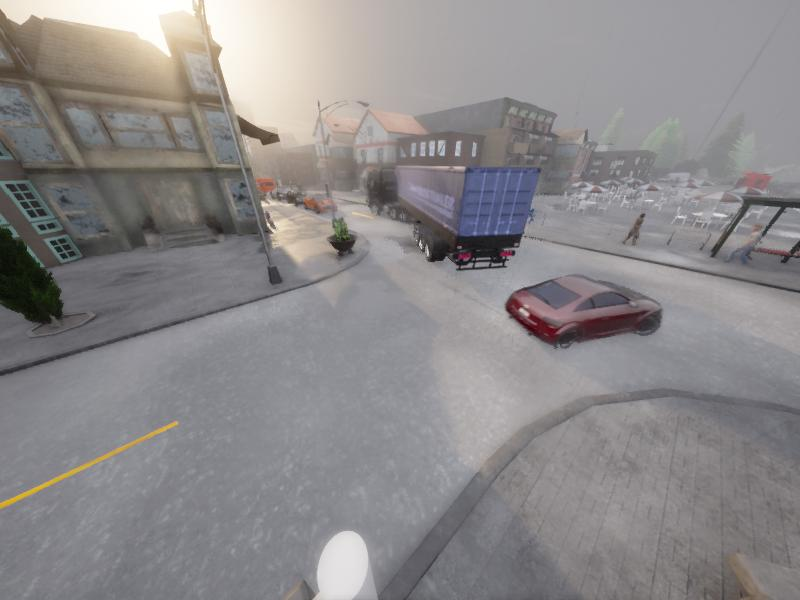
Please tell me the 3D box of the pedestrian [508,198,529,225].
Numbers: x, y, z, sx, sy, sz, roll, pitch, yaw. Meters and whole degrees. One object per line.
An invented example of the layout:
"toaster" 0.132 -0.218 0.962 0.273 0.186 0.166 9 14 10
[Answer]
"pedestrian" 9.196 -6.879 18.010 0.751 1.860 0.751 -6 31 -10

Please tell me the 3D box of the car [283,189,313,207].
"car" -12.676 -12.715 28.629 1.851 1.617 3.988 -23 37 -34

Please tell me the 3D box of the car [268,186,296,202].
"car" -17.014 -15.267 33.125 2.038 1.542 4.974 -23 37 -34

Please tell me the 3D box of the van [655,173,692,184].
"van" 75.898 -33.798 64.171 1.988 2.561 5.915 -23 37 -34

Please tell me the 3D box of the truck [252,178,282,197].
"truck" -21.968 -18.629 38.003 2.627 2.467 5.204 -23 37 -34

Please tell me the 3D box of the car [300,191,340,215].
"car" -8.443 -10.278 24.220 2.097 1.767 4.553 -23 37 -34

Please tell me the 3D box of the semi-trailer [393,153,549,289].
"semi-trailer" 1.985 -5.936 14.065 2.717 4.402 14.254 -5 30 -9

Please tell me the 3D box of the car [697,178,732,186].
"car" 77.714 -29.176 57.155 2.038 1.542 4.974 -23 37 -34

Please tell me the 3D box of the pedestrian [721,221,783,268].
"pedestrian" 15.763 -2.501 10.427 0.751 1.860 0.751 -25 38 -36

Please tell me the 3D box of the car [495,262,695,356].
"car" 5.346 0.075 6.712 4.181 1.385 1.994 -7 30 -12

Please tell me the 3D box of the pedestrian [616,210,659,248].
"pedestrian" 13.299 -3.984 12.996 0.751 1.860 0.751 -3 30 -5

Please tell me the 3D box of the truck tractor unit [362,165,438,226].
"truck tractor unit" -0.232 -9.561 20.546 3.053 4.208 6.516 -21 36 -32

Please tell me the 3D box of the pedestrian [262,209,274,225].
"pedestrian" -10.441 -6.605 18.297 0.500 1.100 0.500 -23 37 -34
